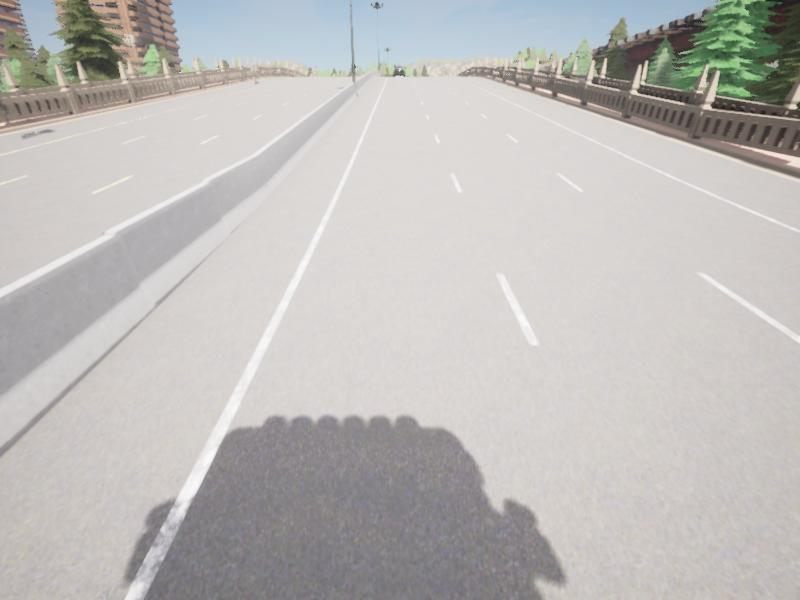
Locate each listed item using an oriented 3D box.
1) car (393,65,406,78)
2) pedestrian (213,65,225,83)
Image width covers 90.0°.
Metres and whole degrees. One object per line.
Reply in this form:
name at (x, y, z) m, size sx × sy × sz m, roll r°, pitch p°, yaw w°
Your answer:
car at (-0.114, -40.140, 70.315) m, size 2.097 × 1.767 × 4.553 m, roll 0°, pitch 27°, yaw 0°
pedestrian at (-21.829, -27.225, 48.255) m, size 0.751 × 1.860 × 0.751 m, roll 0°, pitch 25°, yaw 0°
